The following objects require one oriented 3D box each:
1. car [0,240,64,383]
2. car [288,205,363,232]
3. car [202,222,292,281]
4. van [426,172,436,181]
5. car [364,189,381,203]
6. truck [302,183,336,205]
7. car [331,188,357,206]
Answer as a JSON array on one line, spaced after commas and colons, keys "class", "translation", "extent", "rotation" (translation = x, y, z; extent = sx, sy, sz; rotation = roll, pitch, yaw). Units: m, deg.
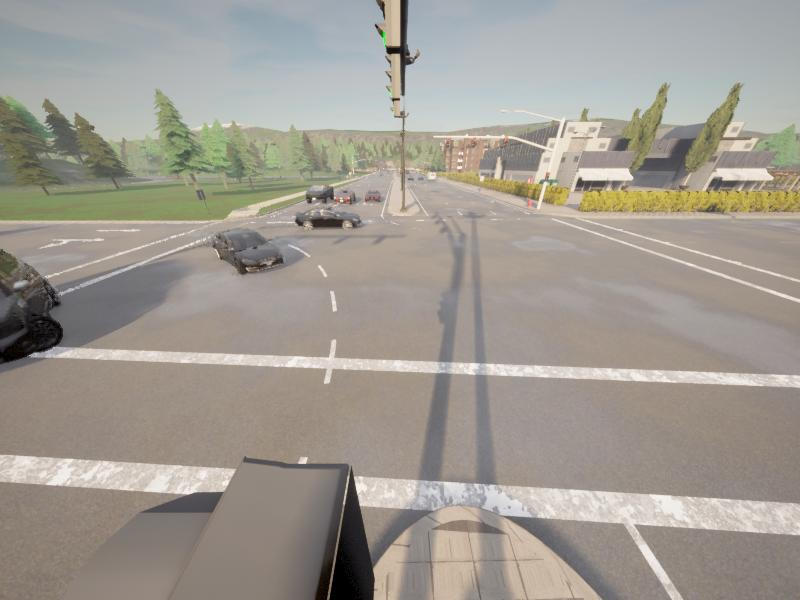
[{"class": "car", "translation": [-11.211, 0.168, 5.965], "extent": [5.566, 2.045, 2.150], "rotation": [23, 36, 33]}, {"class": "car", "translation": [-5.460, -6.255, 17.627], "extent": [4.902, 1.511, 2.128], "rotation": [-2, 30, -3]}, {"class": "car", "translation": [-7.548, -2.594, 11.301], "extent": [4.892, 1.490, 1.837], "rotation": [23, 36, 34]}, {"class": "van", "translation": [10.659, -42.364, 79.256], "extent": [2.351, 2.431, 6.366], "rotation": [0, 30, 0]}, {"class": "car", "translation": [-3.720, -14.464, 31.989], "extent": [1.994, 1.385, 4.181], "rotation": [0, 30, -1]}, {"class": "truck", "translation": [-10.710, -14.415, 31.174], "extent": [2.390, 2.098, 6.274], "rotation": [0, 30, -1]}, {"class": "car", "translation": [-7.190, -13.642, 30.312], "extent": [2.152, 1.651, 5.027], "rotation": [0, 30, -1]}]
